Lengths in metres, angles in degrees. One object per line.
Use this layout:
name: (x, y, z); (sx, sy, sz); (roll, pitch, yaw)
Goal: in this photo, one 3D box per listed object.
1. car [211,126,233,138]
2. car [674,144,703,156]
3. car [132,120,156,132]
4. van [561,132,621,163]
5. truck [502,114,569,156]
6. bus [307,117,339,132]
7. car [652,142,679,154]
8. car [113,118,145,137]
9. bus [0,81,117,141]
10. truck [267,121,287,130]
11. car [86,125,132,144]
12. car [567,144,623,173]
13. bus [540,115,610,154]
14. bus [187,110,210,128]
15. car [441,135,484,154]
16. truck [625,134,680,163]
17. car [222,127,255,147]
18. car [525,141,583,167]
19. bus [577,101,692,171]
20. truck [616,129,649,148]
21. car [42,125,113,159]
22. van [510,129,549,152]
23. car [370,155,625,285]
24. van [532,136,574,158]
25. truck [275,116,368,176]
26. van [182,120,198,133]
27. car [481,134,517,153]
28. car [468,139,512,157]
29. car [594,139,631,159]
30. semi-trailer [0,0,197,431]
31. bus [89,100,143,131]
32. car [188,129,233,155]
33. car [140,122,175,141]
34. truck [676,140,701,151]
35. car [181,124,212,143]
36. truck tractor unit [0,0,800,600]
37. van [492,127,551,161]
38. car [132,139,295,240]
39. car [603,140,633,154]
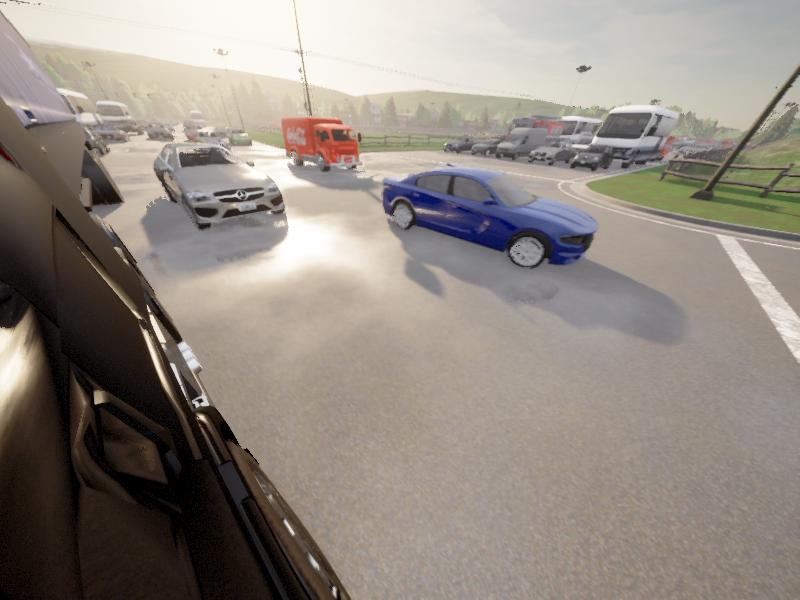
car: (-27.585, -26.002, 35.784); (1.994, 1.385, 4.181); (-23, 44, -30)
car: (50.553, -26.283, 40.453); (4.902, 1.511, 2.128); (-23, 44, -30)
car: (-49.196, -33.565, 44.458); (2.242, 1.667, 4.611); (-23, 43, -30)
van: (20.381, -16.335, 24.626); (6.366, 2.431, 2.351); (-23, 44, -30)
truck: (17.093, -20.741, 29.175); (8.468, 3.827, 2.891); (-23, 44, -30)
bus: (-29.759, -68.236, 89.819); (10.273, 4.253, 3.944); (-23, 44, -30)
car: (50.469, -28.916, 43.898); (4.611, 1.667, 2.242); (-23, 44, -30)
car: (-37.795, -24.182, 32.334); (1.905, 1.878, 3.866); (-23, 44, -30)
bus: (-35.861, -20.167, 25.098); (3.944, 4.253, 10.273); (-23, 44, -30)
truck: (-43.571, -61.751, 81.850); (5.204, 2.467, 2.627); (-23, 44, -30)
car: (-28.995, -16.666, 23.201); (1.994, 1.385, 4.181); (-23, 44, -30)
car: (15.304, -11.199, 18.149); (3.988, 1.617, 1.851); (-23, 44, -30)
bus: (26.466, -24.844, 34.835); (10.273, 4.253, 3.944); (-23, 44, -30)
bus: (-66.391, -59.538, 76.127); (3.944, 4.253, 10.273); (-23, 44, -30)
car: (7.318, -18.321, 27.191); (4.611, 1.667, 2.242); (-23, 44, -30)
truck: (28.980, -17.421, 26.525); (5.204, 2.467, 2.627); (-24, 44, -31)
car: (-18.002, -18.178, 25.709); (2.007, 1.525, 4.514); (-23, 44, -30)
car: (13.835, -13.203, 20.739); (5.027, 1.651, 2.152); (-23, 44, -30)
bus: (21.421, -14.775, 21.069); (10.273, 4.253, 3.944); (-23, 44, -30)
truck: (60.672, -42.109, 60.216); (8.468, 3.827, 2.891); (-23, 44, -30)
car: (-20.676, -10.326, 15.020); (1.789, 1.549, 3.705); (-26, 45, -33)
van: (19.331, -23.830, 34.514); (5.915, 2.561, 1.988); (-23, 44, -30)
car: (1.760, -2.306, 5.542); (5.008, 1.535, 1.882); (28, 44, 30)
van: (17.547, -17.576, 26.499); (4.442, 1.987, 1.775); (-23, 44, -30)
truck: (-4.605, -9.143, 13.567); (5.204, 2.467, 2.627); (32, 46, 34)
van: (-42.370, -35.053, 46.568); (1.775, 1.987, 4.442); (-23, 43, -29)
car: (13.217, -20.940, 30.853); (4.605, 1.855, 1.932); (-23, 44, -30)
car: (9.881, -16.721, 25.338); (4.892, 1.490, 1.837); (-23, 44, -30)
car: (26.159, -18.609, 28.441); (3.866, 1.878, 1.905); (-23, 44, -30)
semi-trailer: (-8.481, -3.724, 4.456); (14.254, 4.402, 2.717); (31, 45, 32)
bus: (-54.716, -35.817, 45.008); (3.944, 4.253, 10.273); (-23, 43, -30)
car: (-15.593, -13.028, 18.986); (1.970, 1.475, 3.806); (-26, 45, -33)
car: (-29.206, -20.462, 28.022); (2.242, 1.667, 4.611); (-23, 44, -30)
truck: (69.757, -37.430, 55.901); (6.274, 2.098, 2.390); (-23, 44, -30)
car: (-24.473, -20.043, 27.723); (2.242, 1.667, 4.611); (-23, 44, -30)
truck tractor unit: (-2.645, -0.295, 0.351); (6.516, 4.208, 3.053); (28, 44, 30)
van: (12.043, -15.429, 22.854); (5.915, 2.561, 1.988); (-23, 44, -30)
car: (-5.520, -3.563, 6.749); (5.027, 1.651, 2.152); (30, 45, 32)
car: (36.211, -25.463, 38.391); (5.238, 1.638, 1.930); (-23, 44, -30)
